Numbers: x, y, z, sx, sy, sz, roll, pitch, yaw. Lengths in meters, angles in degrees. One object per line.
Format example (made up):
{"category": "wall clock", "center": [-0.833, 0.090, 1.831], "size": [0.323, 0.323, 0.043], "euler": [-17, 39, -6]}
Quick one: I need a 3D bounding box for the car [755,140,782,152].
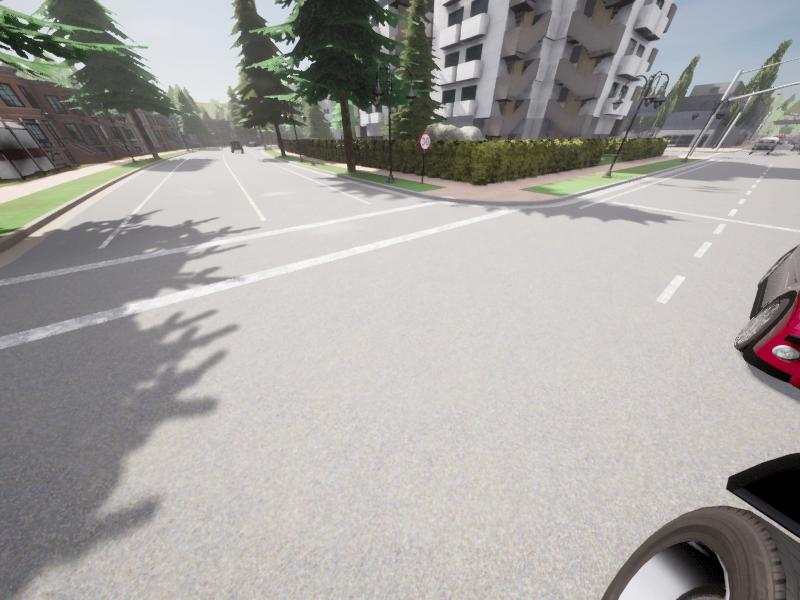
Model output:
{"category": "car", "center": [62.062, -25.897, 38.893], "size": [3.705, 1.549, 1.789], "euler": [-23, 41, -28]}

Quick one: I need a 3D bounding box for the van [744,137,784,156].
{"category": "van", "center": [50.218, -21.154, 31.836], "size": [4.480, 2.038, 2.069], "euler": [-23, 41, -28]}

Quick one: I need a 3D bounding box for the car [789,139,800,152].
{"category": "car", "center": [67.910, -25.941, 38.726], "size": [4.553, 1.767, 2.097], "euler": [-23, 41, -28]}

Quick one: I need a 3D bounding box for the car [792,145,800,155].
{"category": "car", "center": [55.688, -19.800, 30.362], "size": [2.163, 1.488, 4.792], "euler": [16, 38, 22]}

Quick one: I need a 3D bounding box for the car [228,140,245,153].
{"category": "car", "center": [-30.301, -28.462, 42.809], "size": [1.905, 1.878, 3.866], "euler": [-17, 39, -23]}

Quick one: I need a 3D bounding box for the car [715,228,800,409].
{"category": "car", "center": [5.839, 0.059, 2.532], "size": [3.806, 1.475, 1.970], "euler": [-22, 41, -28]}
